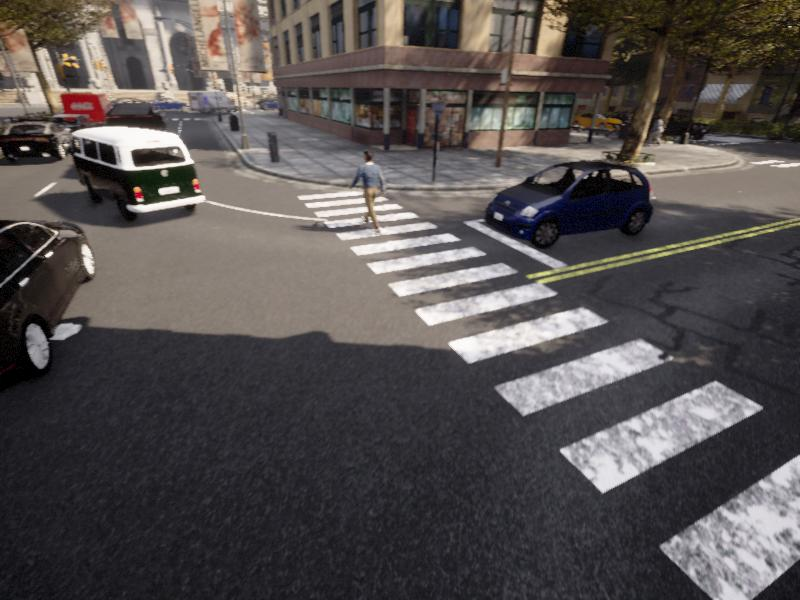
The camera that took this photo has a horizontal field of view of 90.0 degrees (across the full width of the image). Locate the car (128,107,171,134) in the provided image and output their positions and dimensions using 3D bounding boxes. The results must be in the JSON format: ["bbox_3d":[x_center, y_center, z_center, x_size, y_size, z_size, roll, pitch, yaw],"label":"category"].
[{"bbox_3d":[-18.686,-13.571,30.069,2.128,1.511,4.902,-11,30,-22],"label":"car"}]

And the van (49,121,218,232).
[{"bbox_3d":[-7.207,-3.548,10.794,4.480,2.038,2.069,22,34,35],"label":"van"}]

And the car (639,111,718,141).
[{"bbox_3d":[22.217,-14.047,32.220,1.932,1.855,4.605,-11,30,-23],"label":"car"}]

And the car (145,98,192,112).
[{"bbox_3d":[-30.165,-25.563,52.420,5.027,1.651,2.152,-11,30,-22],"label":"car"}]

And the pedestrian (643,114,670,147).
[{"bbox_3d":[16.219,-10.753,25.322,0.751,1.860,0.751,-19,34,-34],"label":"pedestrian"}]

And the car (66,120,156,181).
[{"bbox_3d":[-11.335,-6.197,16.126,1.930,1.638,5.238,-11,30,-22],"label":"car"}]

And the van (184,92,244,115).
[{"bbox_3d":[-23.189,-24.787,50.342,2.351,2.431,6.366,16,31,27],"label":"van"}]

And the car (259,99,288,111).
[{"bbox_3d":[-19.122,-29.505,60.451,3.705,1.549,1.789,-11,30,-22],"label":"car"}]

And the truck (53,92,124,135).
[{"bbox_3d":[-21.751,-13.265,28.326,2.627,2.467,5.204,-11,30,-22],"label":"truck"}]

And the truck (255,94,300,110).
[{"bbox_3d":[-19.445,-31.464,63.605,6.274,2.098,2.390,-11,30,-22],"label":"truck"}]

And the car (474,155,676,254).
[{"bbox_3d":[4.050,-2.406,9.531,3.988,1.617,1.851,-10,30,-20],"label":"car"}]

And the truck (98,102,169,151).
[{"bbox_3d":[-15.035,-10.145,23.032,2.390,2.098,6.274,-11,30,-22],"label":"truck"}]

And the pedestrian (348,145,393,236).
[{"bbox_3d":[-0.678,-2.547,9.285,0.751,1.860,0.751,-11,30,-23],"label":"pedestrian"}]

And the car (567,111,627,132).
[{"bbox_3d":[18.865,-17.268,38.613,1.882,1.535,5.008,-11,30,-23],"label":"car"}]

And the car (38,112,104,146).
[{"bbox_3d":[-19.007,-10.043,23.348,1.970,1.475,3.806,-11,30,-22],"label":"car"}]

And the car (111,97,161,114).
[{"bbox_3d":[-31.786,-23.479,48.312,4.611,1.667,2.242,-11,30,-22],"label":"car"}]

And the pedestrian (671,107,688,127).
[{"bbox_3d":[29.871,-19.589,42.761,0.751,1.860,0.751,-7,29,-15],"label":"pedestrian"}]

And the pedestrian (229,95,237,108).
[{"bbox_3d":[-26.807,-31.818,64.197,0.751,1.860,0.751,-3,28,-7],"label":"pedestrian"}]

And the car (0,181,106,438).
[{"bbox_3d":[-5.520,-0.250,5.148,1.837,1.490,4.892,-11,30,-22],"label":"car"}]

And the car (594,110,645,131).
[{"bbox_3d":[21.921,-18.034,40.123,1.851,1.617,3.988,-11,30,-22],"label":"car"}]

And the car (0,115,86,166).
[{"bbox_3d":[-16.344,-7.423,18.268,1.930,1.638,5.238,-11,30,-22],"label":"car"}]
